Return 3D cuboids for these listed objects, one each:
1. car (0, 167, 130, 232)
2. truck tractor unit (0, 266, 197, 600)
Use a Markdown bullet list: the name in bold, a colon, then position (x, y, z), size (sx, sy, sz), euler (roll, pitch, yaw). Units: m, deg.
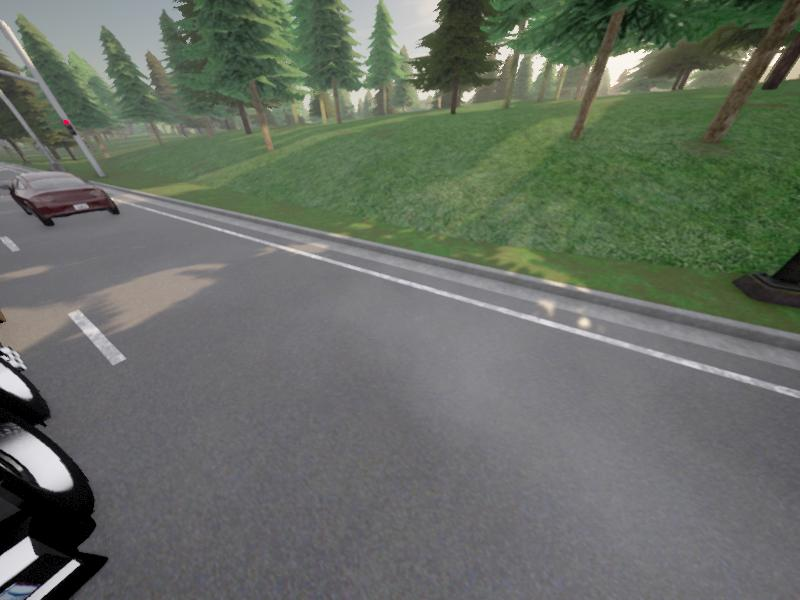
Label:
- **car**: position (-12.359, -3.821, 8.378), size (4.674, 1.442, 1.812), euler (18, 39, 25)
- **truck tractor unit**: position (-5.111, -0.301, 0.789), size (6.516, 4.208, 3.053), euler (18, 38, 24)
